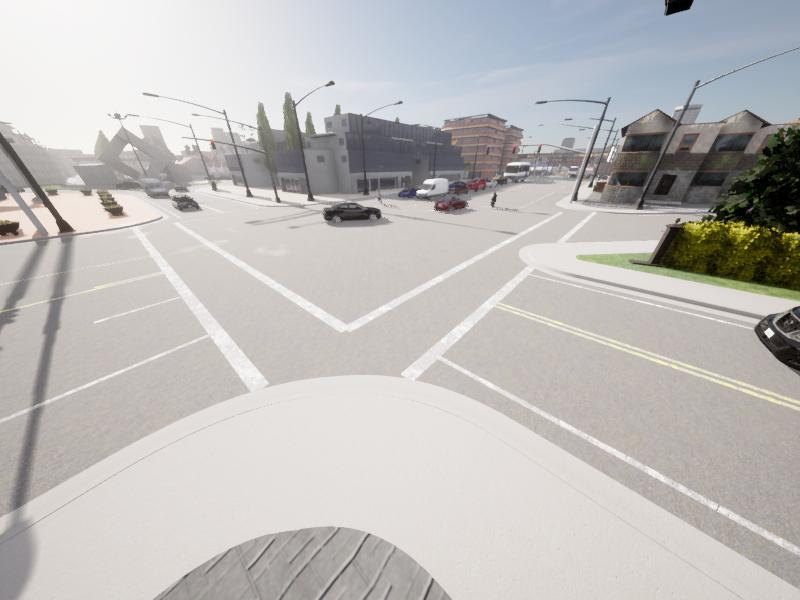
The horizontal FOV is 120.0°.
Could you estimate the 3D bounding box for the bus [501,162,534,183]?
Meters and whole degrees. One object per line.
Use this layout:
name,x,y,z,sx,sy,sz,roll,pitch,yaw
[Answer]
bus,29.439,-31.921,57.776,3.944,4.253,10.273,23,38,34

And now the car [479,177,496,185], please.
car,20.489,-27.973,54.171,1.994,1.385,4.181,24,39,35

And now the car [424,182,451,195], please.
car,6.555,-19.299,39.891,1.930,1.638,5.238,23,38,34

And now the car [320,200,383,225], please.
car,-4.147,-7.678,20.075,5.008,1.535,1.882,-7,31,-12

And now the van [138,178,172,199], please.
van,-37.644,-17.163,35.499,5.915,2.561,1.988,22,37,33

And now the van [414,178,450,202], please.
van,4.649,-15.774,32.985,1.988,2.561,5.915,23,37,34

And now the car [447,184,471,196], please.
car,9.896,-18.442,38.570,1.812,1.442,4.674,23,38,34

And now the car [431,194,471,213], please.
car,5.620,-10.602,25.275,4.181,1.385,1.994,-25,38,-36

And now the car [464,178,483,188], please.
car,15.635,-24.946,49.229,1.837,1.490,4.892,23,39,34

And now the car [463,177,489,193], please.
car,14.110,-21.390,42.837,2.150,2.045,5.566,23,38,34

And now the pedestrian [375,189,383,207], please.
pedestrian,-2.408,-11.984,27.149,0.751,1.860,0.751,2,30,4

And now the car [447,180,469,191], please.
car,11.226,-22.175,44.719,1.882,1.535,5.008,23,38,34

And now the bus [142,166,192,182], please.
bus,-76.959,-41.933,76.679,10.273,4.253,3.944,-14,33,-22

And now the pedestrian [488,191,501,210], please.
pedestrian,10.303,-10.844,25.138,0.751,1.860,0.751,25,38,36

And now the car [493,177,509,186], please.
car,22.601,-26.542,51.635,1.816,1.474,4.193,23,38,34

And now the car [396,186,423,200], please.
car,1.508,-16.166,34.737,1.816,1.474,4.193,23,37,34

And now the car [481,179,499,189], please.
car,18.509,-23.919,47.486,1.812,1.442,4.674,23,39,34

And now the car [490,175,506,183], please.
car,24.791,-30.757,58.542,1.882,1.535,5.008,23,38,34

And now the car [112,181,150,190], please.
car,-56.200,-23.999,48.374,1.837,1.490,4.892,26,39,37

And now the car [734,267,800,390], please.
car,11.035,1.388,3.860,5.566,2.045,2.150,23,37,34

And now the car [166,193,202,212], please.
car,-24.281,-11.043,25.962,4.193,1.474,1.816,23,37,34
